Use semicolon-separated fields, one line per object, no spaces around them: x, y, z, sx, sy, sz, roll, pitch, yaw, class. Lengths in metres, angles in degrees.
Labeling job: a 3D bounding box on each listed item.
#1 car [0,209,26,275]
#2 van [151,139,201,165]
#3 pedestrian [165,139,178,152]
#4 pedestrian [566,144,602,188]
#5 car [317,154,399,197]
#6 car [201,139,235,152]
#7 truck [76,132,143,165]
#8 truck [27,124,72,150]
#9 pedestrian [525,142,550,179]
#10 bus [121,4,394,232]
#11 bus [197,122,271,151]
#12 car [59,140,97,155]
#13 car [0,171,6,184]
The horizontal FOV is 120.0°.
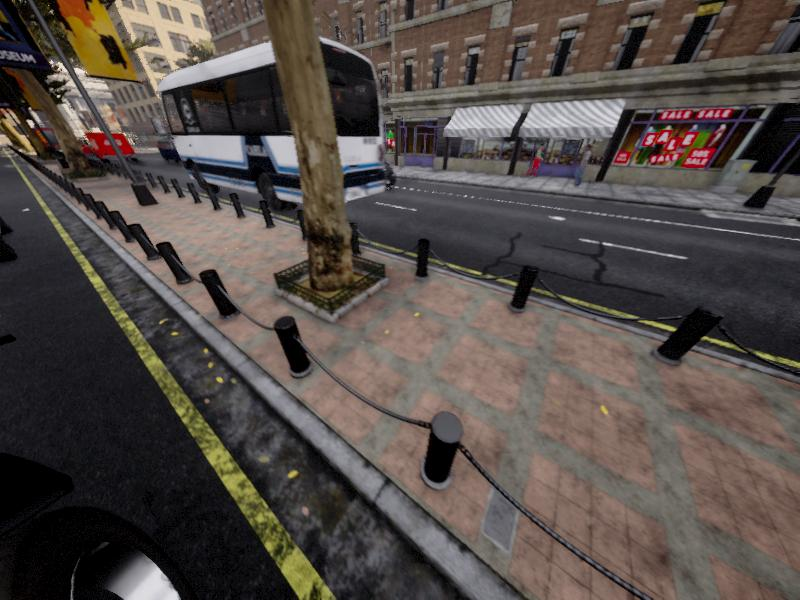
-10.294;-1.604;4.779;4.974;1.542;2.038;22;41;28;car
-22.199;-14.727;22.905;4.442;1.987;1.775;22;41;28;van
-39.442;-26.735;39.867;0.751;1.860;0.751;-18;39;-24;pedestrian
9.259;-6.790;11.702;0.751;1.860;0.751;17;38;22;pedestrian
-2.076;-6.348;11.572;3.633;1.501;1.845;22;41;28;car
-31.727;-27.130;40.506;1.905;1.878;3.866;18;39;24;car
-29.101;-15.276;23.204;5.204;2.467;2.627;22;41;28;truck
-69.537;-32.303;45.856;8.468;3.827;2.891;22;41;28;truck
8.457;-8.607;14.273;0.751;1.860;0.751;20;40;26;pedestrian
-5.578;-6.341;9.175;10.273;4.253;3.944;22;41;28;bus
-31.718;-31.742;45.004;3.944;4.253;10.273;21;40;27;bus
-46.512;-22.038;33.350;4.611;1.667;2.242;22;41;28;car
-25.158;-7.603;13.282;5.357;1.411;2.033;22;41;28;car
